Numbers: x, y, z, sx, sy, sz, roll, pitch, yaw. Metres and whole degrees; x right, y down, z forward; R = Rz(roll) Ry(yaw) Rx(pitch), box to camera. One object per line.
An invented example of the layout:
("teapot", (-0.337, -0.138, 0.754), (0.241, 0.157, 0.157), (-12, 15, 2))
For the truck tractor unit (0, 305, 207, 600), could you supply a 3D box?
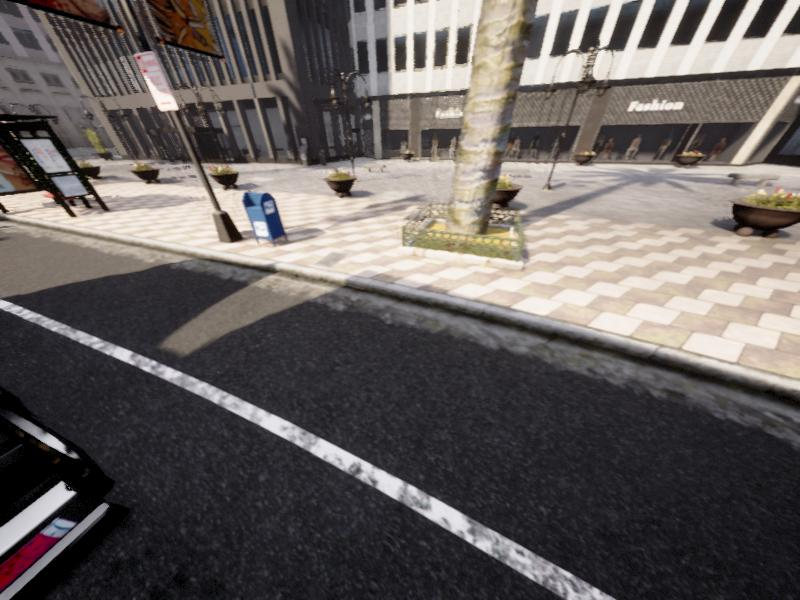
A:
("truck tractor unit", (-5.241, -0.143, 0.575), (6.516, 4.208, 3.053), (13, 38, 18))
